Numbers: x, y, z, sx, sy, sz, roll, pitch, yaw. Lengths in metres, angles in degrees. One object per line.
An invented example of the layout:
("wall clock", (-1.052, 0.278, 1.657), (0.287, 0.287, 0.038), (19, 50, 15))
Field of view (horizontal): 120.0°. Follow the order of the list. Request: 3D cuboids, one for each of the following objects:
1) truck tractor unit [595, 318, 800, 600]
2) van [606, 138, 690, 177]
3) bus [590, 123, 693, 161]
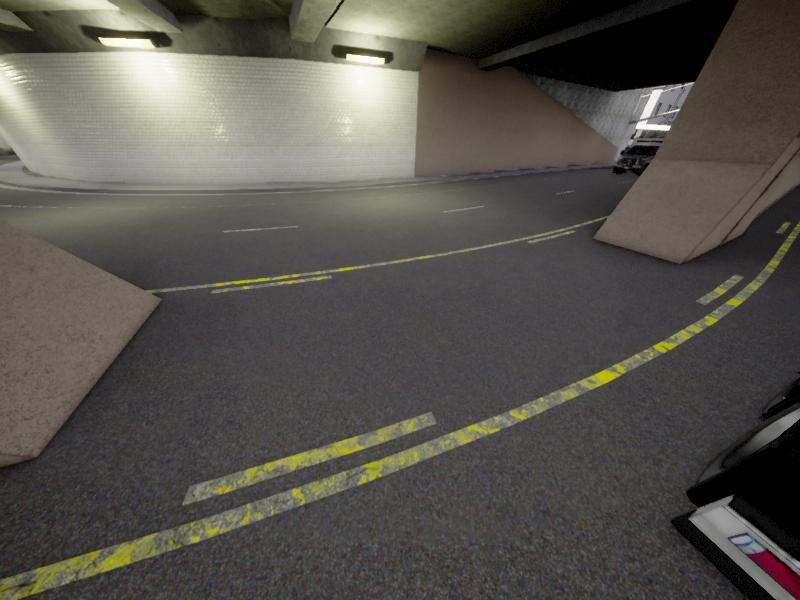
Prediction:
("truck tractor unit", (5.197, -0.205, 0.643), (6.516, 4.208, 3.053), (-14, 38, -20))
("van", (20.568, -11.923, 19.174), (6.366, 2.431, 2.351), (-19, 39, -26))
("bus", (38.614, -26.038, 37.793), (3.944, 4.253, 10.273), (-18, 43, -25))
